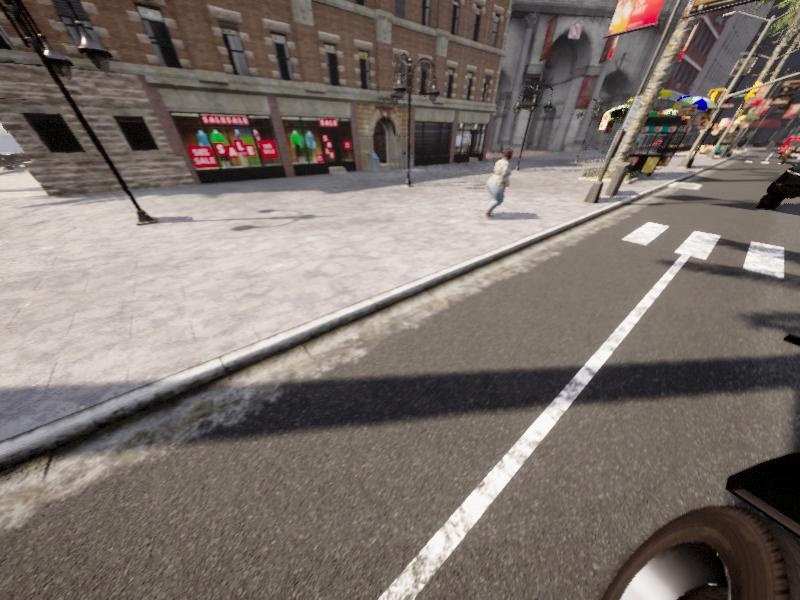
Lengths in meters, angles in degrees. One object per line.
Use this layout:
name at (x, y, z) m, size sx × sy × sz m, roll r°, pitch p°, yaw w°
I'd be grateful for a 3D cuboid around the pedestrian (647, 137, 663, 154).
pedestrian at (35.857, -21.727, 32.479) m, size 0.751 × 1.860 × 0.751 m, roll -26°, pitch 43°, yaw -32°

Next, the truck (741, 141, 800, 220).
truck at (15.842, -4.100, 7.780) m, size 6.274 × 2.098 × 2.390 m, roll -12°, pitch 36°, yaw -15°

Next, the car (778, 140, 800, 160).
car at (45.701, -17.165, 26.334) m, size 4.553 × 1.767 × 2.097 m, roll -23°, pitch 41°, yaw -29°

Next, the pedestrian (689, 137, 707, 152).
pedestrian at (44.182, -23.035, 34.266) m, size 0.751 × 1.860 × 0.751 m, roll -21°, pitch 40°, yaw -26°

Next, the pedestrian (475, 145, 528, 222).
pedestrian at (2.822, -3.320, 6.647) m, size 0.751 × 1.860 × 0.751 m, roll -4°, pitch 35°, yaw -5°

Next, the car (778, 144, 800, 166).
car at (36.652, -13.215, 21.019) m, size 3.705 × 1.549 × 1.789 m, roll -23°, pitch 41°, yaw -29°

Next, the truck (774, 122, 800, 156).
truck at (55.454, -22.072, 31.455) m, size 8.468 × 3.827 × 2.891 m, roll -22°, pitch 41°, yaw -27°

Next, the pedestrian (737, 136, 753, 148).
pedestrian at (67.631, -30.927, 45.287) m, size 0.751 × 1.860 × 0.751 m, roll -12°, pitch 37°, yaw -16°

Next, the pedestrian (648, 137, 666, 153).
pedestrian at (36.507, -21.961, 32.805) m, size 0.751 × 1.860 × 0.751 m, roll -16°, pitch 38°, yaw -22°
